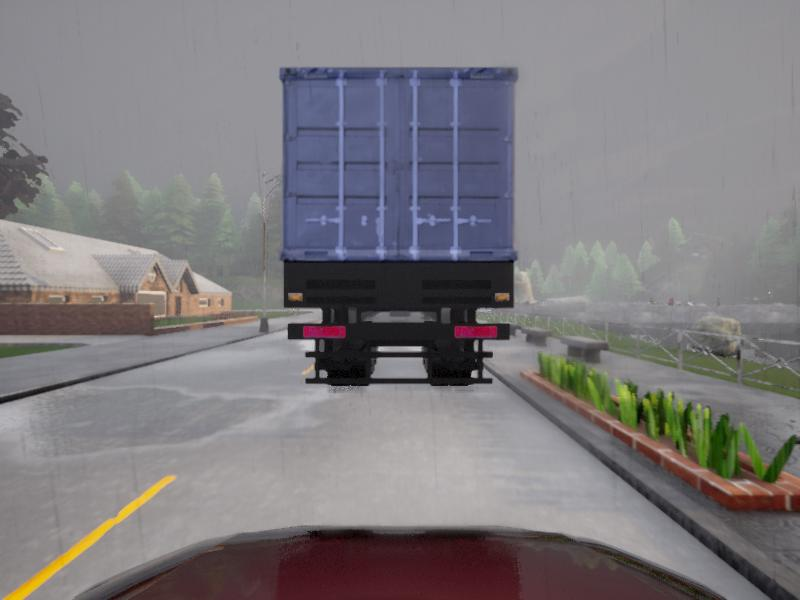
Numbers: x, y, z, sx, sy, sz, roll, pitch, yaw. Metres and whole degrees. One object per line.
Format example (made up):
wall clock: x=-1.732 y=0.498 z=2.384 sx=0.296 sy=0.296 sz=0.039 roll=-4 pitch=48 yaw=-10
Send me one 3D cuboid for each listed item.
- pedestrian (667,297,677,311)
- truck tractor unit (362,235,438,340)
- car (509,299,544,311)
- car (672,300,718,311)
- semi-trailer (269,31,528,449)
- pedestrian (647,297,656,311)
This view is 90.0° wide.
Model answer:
pedestrian: x=35.827 y=0.527 z=52.700 sx=0.751 sy=1.860 sz=0.751 roll=0 pitch=0 yaw=5
truck tractor unit: x=-0.008 y=-0.504 z=19.256 sx=3.053 sy=4.208 sz=6.516 roll=0 pitch=0 yaw=0
car: x=19.420 y=0.749 z=61.433 sx=4.611 sy=1.667 sz=2.242 roll=0 pitch=0 yaw=0
car: x=42.300 y=0.820 z=57.435 sx=4.974 sy=1.542 sz=2.038 roll=0 pitch=0 yaw=0
semi-trailer: x=-0.008 y=-0.620 z=11.334 sx=2.717 sy=4.402 sz=14.254 roll=0 pitch=0 yaw=0
pedestrian: x=32.724 y=0.528 z=52.105 sx=0.751 sy=1.860 sz=0.751 roll=0 pitch=0 yaw=0
